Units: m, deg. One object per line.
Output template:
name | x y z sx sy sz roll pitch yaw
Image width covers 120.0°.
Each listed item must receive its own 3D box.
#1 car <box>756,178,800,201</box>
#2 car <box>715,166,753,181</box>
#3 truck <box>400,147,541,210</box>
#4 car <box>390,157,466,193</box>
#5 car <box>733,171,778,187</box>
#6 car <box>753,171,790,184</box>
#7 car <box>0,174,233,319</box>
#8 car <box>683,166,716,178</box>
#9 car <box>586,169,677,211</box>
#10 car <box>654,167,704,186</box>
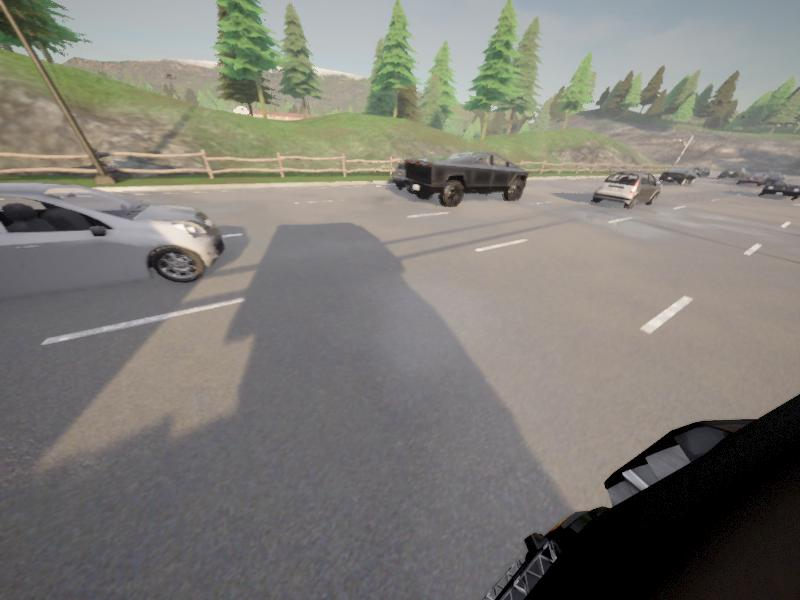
car | 31.540 -9.093 18.825 4.718 1.301 1.895 -16 38 -26
car | 50.775 -19.268 35.076 4.553 1.767 2.097 -16 38 -26
truck | 3.381 -5.915 11.117 6.274 2.098 2.390 -16 38 -26
car | 1.606 -7.459 13.718 3.988 1.617 1.851 -16 38 -26
car | 42.926 -14.621 27.883 5.357 1.411 2.033 -16 38 -26
car | 52.859 -17.435 32.895 4.181 1.385 1.994 -16 38 -26
car | -5.080 -1.025 3.666 3.633 1.501 1.845 -16 38 -26
car | 48.366 -20.723 37.293 4.514 1.525 2.007 -16 38 -26
car | 12.386 -6.007 12.415 3.988 1.617 1.851 -16 38 -26
car | 29.527 -13.120 24.447 5.008 1.535 1.882 -16 38 -26
